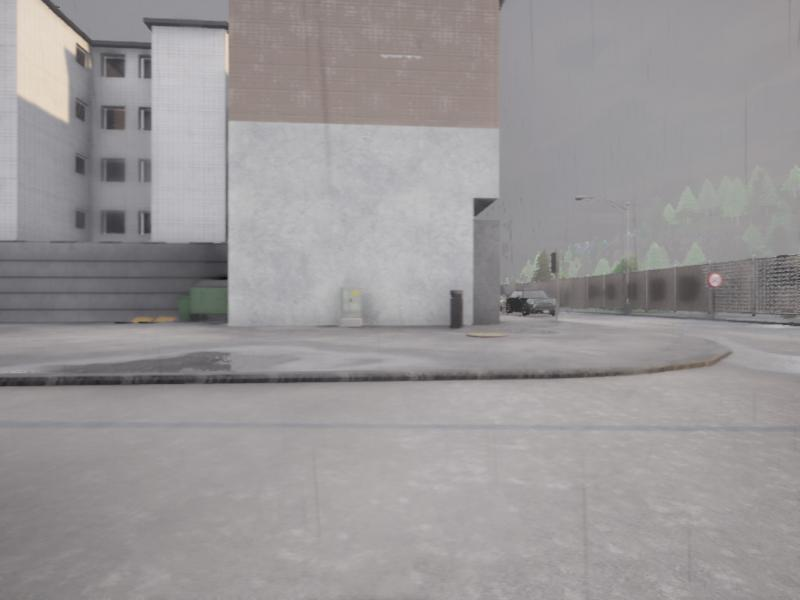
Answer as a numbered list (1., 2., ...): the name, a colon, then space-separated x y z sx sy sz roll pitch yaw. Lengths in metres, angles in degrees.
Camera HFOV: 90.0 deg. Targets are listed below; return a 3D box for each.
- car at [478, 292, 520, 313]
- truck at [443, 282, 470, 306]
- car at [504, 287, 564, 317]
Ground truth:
1. car: 7.979 0.203 32.874 1.801 1.575 5.366 0 0 -4
2. truck: 9.588 -0.920 68.751 2.891 3.827 8.468 0 0 -4
3. car: 8.455 0.097 25.773 2.097 1.767 4.553 0 0 -4
